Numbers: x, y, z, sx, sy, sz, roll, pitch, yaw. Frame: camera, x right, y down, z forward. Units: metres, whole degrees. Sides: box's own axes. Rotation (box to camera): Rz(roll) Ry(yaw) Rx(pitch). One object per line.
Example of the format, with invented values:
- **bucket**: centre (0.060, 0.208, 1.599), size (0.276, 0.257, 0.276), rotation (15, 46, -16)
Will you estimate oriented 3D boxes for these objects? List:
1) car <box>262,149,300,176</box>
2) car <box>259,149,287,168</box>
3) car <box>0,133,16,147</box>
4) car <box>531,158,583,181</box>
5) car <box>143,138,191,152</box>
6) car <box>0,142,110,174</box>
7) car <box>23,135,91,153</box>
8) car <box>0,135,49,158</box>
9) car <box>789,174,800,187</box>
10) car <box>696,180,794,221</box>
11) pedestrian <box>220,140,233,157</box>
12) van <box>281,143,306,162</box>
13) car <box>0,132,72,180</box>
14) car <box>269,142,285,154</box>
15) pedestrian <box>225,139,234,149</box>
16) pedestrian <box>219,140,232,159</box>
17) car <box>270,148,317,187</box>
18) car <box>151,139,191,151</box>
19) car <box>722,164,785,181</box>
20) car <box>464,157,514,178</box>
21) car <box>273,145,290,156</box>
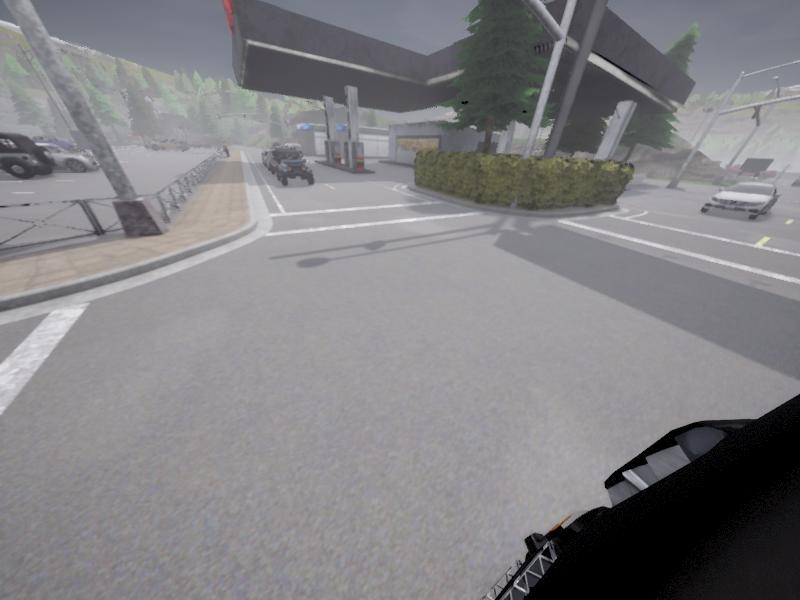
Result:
- **car**: centre (-10.219, -11.811, 19.729), size (2.033, 1.649, 4.856), rotation (-16, 38, -26)
- **car**: centre (-13.359, -14.902, 24.265), size (1.970, 1.475, 3.806), rotation (-16, 38, -26)
- **car**: centre (-54.435, -20.963, 30.128), size (3.806, 1.475, 1.970), rotation (-16, 38, -26)
- **car**: centre (16.858, -14.241, 25.116), size (1.905, 1.878, 3.866), rotation (-16, 38, -26)
- **car**: centre (-38.223, -25.592, 38.139), size (5.027, 1.636, 2.152), rotation (-16, 38, -26)
- **car**: centre (-21.016, -8.541, 13.916), size (3.806, 1.475, 1.970), rotation (-16, 38, -26)
- **car**: centre (-38.921, -17.794, 26.395), size (3.633, 1.501, 1.845), rotation (-16, 38, -26)
- **car**: centre (-33.950, -12.832, 19.287), size (4.514, 1.523, 2.007), rotation (-16, 38, -26)
- **car**: centre (49.441, -14.400, 27.683), size (4.974, 1.542, 2.038), rotation (-16, 38, -26)
- **car**: centre (17.733, -5.214, 11.873), size (4.674, 1.442, 1.812), rotation (-16, 37, -26)
- **pedestrian**: centre (-23.097, -20.166, 30.774), size (0.751, 1.860, 0.751), rotation (-17, 38, -27)
- **van**: centre (-14.867, -20.586, 32.155), size (2.069, 2.038, 4.480), rotation (-16, 38, -26)
- **car**: centre (-19.867, -6.971, 11.137), size (3.866, 1.878, 1.905), rotation (-16, 38, -26)
- **car**: centre (-24.565, -30.275, 46.094), size (1.905, 1.878, 3.866), rotation (-16, 38, -26)
- **pedestrian**: centre (-37.579, -34.287, 50.863), size (0.751, 1.860, 0.751), rotation (16, 36, 19)
- **pedestrian**: centre (-21.569, -18.673, 28.650), size (0.751, 1.860, 0.751), rotation (-17, 39, -27)
- **car**: centre (-7.014, -8.701, 15.070), size (1.905, 1.878, 3.866), rotation (-16, 38, -26)
- **car**: centre (-39.840, -27.131, 40.343), size (4.514, 1.523, 2.007), rotation (-16, 38, -26)
- **car**: centre (62.122, -22.606, 40.786), size (2.150, 2.045, 5.566), rotation (-16, 38, -26)
- **car**: centre (9.784, -14.847, 25.810), size (2.242, 1.667, 4.611), rotation (-16, 38, -26)
- **car**: centre (-21.351, -26.882, 41.575), size (2.007, 1.525, 4.514), rotation (-16, 38, -26)
